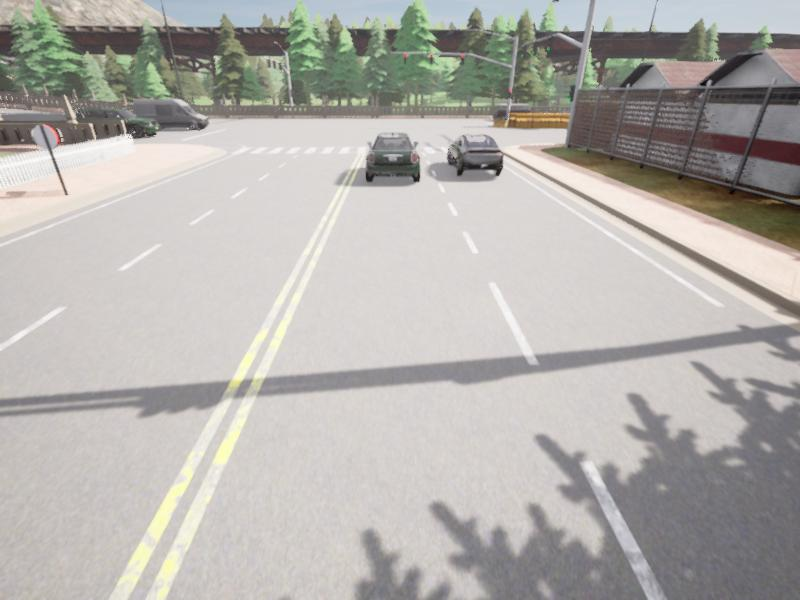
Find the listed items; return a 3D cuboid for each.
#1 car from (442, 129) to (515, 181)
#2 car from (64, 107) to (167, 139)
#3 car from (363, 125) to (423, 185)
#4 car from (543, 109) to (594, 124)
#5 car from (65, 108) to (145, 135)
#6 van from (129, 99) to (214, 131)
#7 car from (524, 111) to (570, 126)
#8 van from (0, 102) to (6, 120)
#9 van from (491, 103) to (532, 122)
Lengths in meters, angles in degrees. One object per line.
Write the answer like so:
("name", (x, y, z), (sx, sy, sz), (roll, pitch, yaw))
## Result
("car", (3.198, -6.455, 17.502), (2.128, 1.511, 4.902), (0, 27, -1))
("car", (-21.064, -13.214, 29.892), (5.566, 2.045, 2.150), (-1, 27, -2))
("car", (-0.287, -6.062, 16.408), (2.097, 1.767, 4.553), (0, 27, -1))
("car", (19.894, -21.818, 47.426), (4.902, 1.511, 2.128), (-1, 27, -3))
("car", (-24.143, -14.702, 32.937), (4.605, 1.855, 1.932), (-2, 27, -2))
("van", (-20.448, -16.670, 36.059), (5.915, 2.561, 1.988), (-1, 27, -2))
("car", (16.205, -20.078, 44.180), (4.181, 1.385, 1.994), (-1, 27, -3))
("van", (-45.158, -20.005, 40.941), (6.366, 2.431, 2.351), (3, 27, -4))
("van", (13.899, -23.516, 50.167), (4.442, 1.987, 1.775), (-1, 27, -3))
